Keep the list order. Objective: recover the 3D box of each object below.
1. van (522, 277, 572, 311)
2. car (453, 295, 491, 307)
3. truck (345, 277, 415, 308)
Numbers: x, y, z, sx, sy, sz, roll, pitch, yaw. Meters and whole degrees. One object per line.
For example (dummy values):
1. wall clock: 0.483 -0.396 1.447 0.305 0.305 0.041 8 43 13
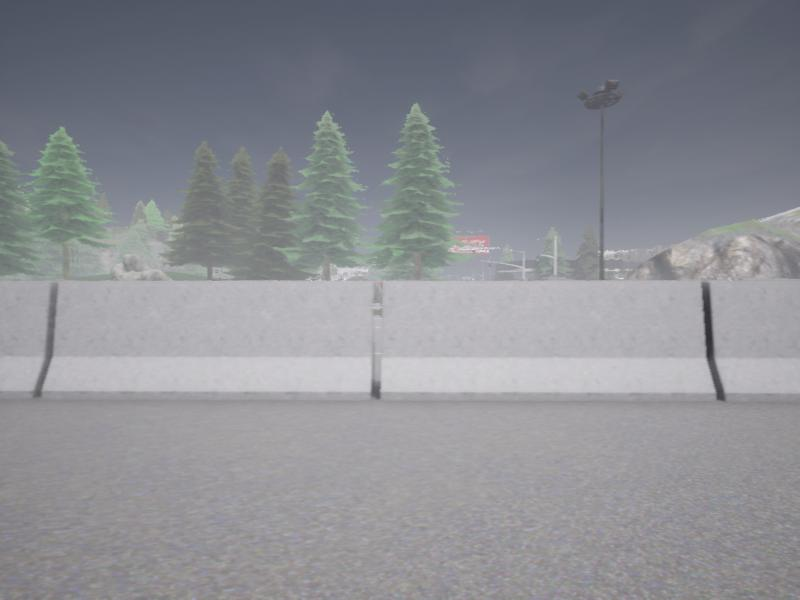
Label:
1. van: 12.141 -0.467 33.525 1.988 2.561 5.915 0 0 0
2. car: 9.459 0.114 52.465 5.008 1.535 1.882 0 0 -34
3. truck: -2.398 -0.927 49.859 8.468 3.827 2.891 0 0 0
